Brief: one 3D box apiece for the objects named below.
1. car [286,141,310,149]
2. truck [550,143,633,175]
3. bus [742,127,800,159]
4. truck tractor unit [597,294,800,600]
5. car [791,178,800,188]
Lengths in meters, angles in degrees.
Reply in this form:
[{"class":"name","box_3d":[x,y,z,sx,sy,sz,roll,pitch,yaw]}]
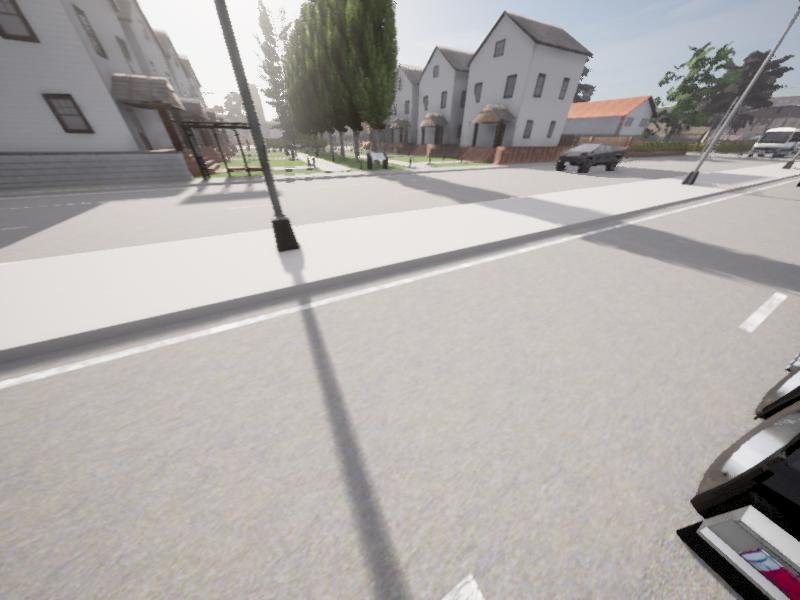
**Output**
[{"class":"car","box_3d":[-25.040,-37.938,56.626,4.974,1.542,2.038,-14,38,-20]},{"class":"truck","box_3d":[16.465,-12.263,19.923,6.274,2.098,2.390,-16,38,-22]},{"class":"bus","box_3d":[67.087,-27.790,40.896,10.273,4.253,3.944,-16,38,-22]},{"class":"truck tractor unit","box_3d":[5.172,-0.236,0.713,6.516,4.208,3.053,-16,38,-22]},{"class":"car","box_3d":[26.568,-7.611,13.759,4.611,1.667,2.242,-16,38,-23]}]
